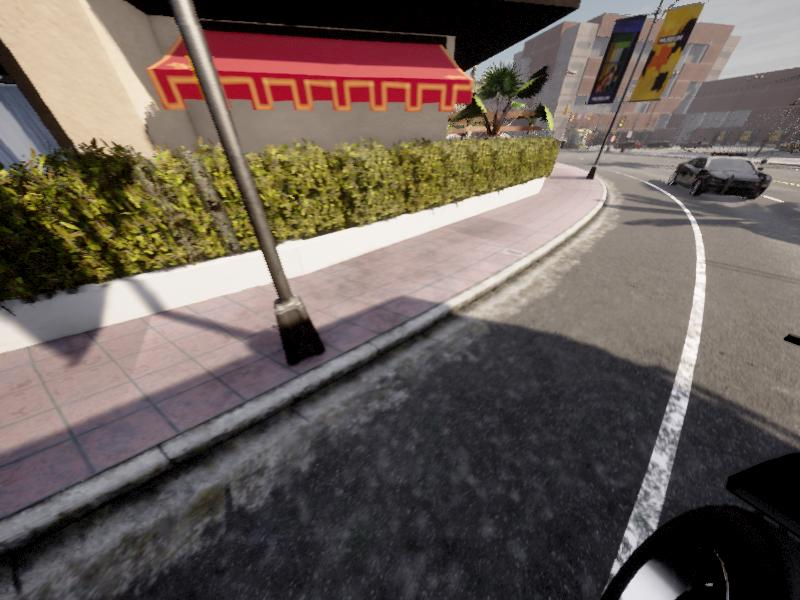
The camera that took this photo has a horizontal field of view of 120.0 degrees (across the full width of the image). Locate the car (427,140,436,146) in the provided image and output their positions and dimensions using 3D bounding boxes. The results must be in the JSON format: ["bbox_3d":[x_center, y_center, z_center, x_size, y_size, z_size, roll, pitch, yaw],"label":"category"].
[{"bbox_3d":[12.134,-60.708,89.219,2.242,1.667,4.611,-7,35,-9],"label":"car"}]

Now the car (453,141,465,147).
[{"bbox_3d":[19.123,-51.053,75.395,2.007,1.525,4.514,-7,36,-9],"label":"car"}]

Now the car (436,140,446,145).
[{"bbox_3d":[15.689,-60.806,89.214,2.033,1.649,4.856,-7,35,-9],"label":"car"}]

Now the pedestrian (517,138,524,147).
[{"bbox_3d":[30.236,-39.402,57.928,0.751,1.860,0.751,-6,35,-8],"label":"pedestrian"}]

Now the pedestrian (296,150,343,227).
[{"bbox_3d":[-2.289,-3.222,6.682,0.751,1.860,0.751,-22,40,-27],"label":"pedestrian"}]

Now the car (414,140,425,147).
[{"bbox_3d":[6.038,-49.048,72.416,2.185,1.767,4.553,-7,36,-10],"label":"car"}]

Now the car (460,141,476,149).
[{"bbox_3d":[18.562,-42.584,63.397,2.152,1.651,5.027,-7,36,-9],"label":"car"}]

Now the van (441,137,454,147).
[{"bbox_3d":[15.443,-51.795,75.521,1.988,2.561,5.915,-7,36,-9],"label":"van"}]

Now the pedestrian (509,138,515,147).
[{"bbox_3d":[29.704,-41.764,61.312,0.751,1.860,0.751,-4,35,-5],"label":"pedestrian"}]

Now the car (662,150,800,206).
[{"bbox_3d":[14.730,-5.871,10.710,1.930,1.638,5.238,18,39,25],"label":"car"}]
